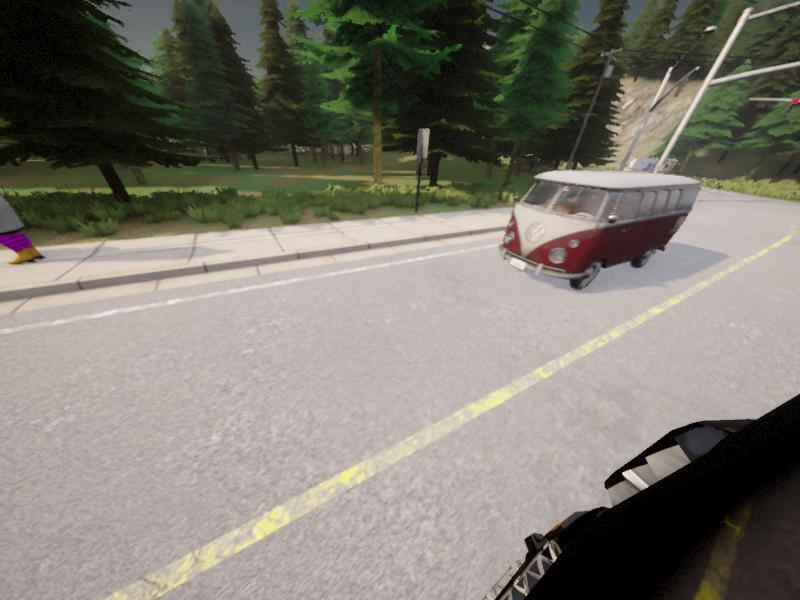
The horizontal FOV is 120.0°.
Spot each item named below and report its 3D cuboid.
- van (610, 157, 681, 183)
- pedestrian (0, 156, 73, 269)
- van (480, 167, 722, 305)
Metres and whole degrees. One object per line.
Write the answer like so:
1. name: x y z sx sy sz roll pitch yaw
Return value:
1. van: 31.462 -17.076 30.099 2.351 2.431 6.366 3 33 0
2. pedestrian: -6.762 -1.523 3.740 0.751 1.860 0.751 -12 36 -22
3. van: 4.271 -1.692 5.075 4.442 1.987 1.775 -14 37 -24
